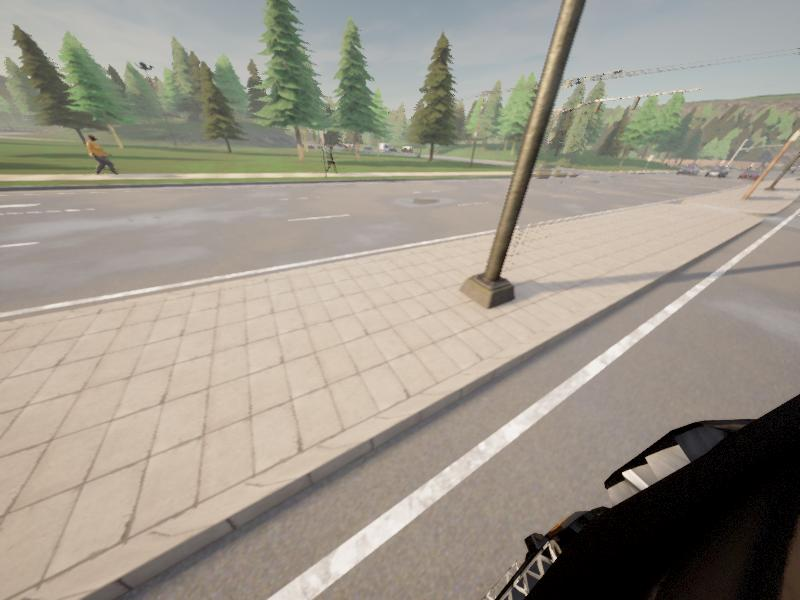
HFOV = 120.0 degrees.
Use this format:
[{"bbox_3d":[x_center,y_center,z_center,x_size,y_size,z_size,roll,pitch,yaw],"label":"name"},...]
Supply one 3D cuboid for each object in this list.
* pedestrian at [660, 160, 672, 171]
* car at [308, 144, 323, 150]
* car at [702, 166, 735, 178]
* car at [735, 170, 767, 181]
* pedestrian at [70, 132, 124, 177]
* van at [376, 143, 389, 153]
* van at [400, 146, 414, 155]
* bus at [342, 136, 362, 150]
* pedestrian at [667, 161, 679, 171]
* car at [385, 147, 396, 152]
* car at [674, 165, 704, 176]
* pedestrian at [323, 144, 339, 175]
[{"bbox_3d":[55.427,-28.031,48.191,0.751,1.860,0.751,-16,38,-26],"label":"pedestrian"},{"bbox_3d":[-25.909,-47.052,71.080,1.895,1.301,4.718,12,35,13],"label":"car"},{"bbox_3d":[54.380,-21.856,39.421,4.856,1.649,2.033,-17,38,-27],"label":"car"},{"bbox_3d":[56.652,-20.135,37.259,4.181,1.385,1.994,-16,38,-26],"label":"car"},{"bbox_3d":[-15.193,-7.311,11.668,0.751,1.860,0.751,-15,38,-25],"label":"pedestrian"},{"bbox_3d":[-5.871,-51.306,77.870,1.988,2.561,5.915,-16,38,-26],"label":"van"},{"bbox_3d":[2.152,-46.837,72.307,2.069,2.038,4.480,-16,38,-25],"label":"van"},{"bbox_3d":[-18.894,-61.220,90.162,3.944,4.253,10.273,-16,38,-26],"label":"bus"},{"bbox_3d":[58.955,-29.016,49.941,0.751,1.860,0.751,-16,38,-26],"label":"pedestrian"},{"bbox_3d":[-3.531,-56.402,86.524,1.930,1.638,5.238,-16,38,-26],"label":"car"},{"bbox_3d":[52.162,-23.410,41.658,4.974,1.542,2.038,-16,38,-26],"label":"car"},{"bbox_3d":[-4.998,-10.196,16.785,0.751,1.860,0.751,-15,38,-25],"label":"pedestrian"}]
